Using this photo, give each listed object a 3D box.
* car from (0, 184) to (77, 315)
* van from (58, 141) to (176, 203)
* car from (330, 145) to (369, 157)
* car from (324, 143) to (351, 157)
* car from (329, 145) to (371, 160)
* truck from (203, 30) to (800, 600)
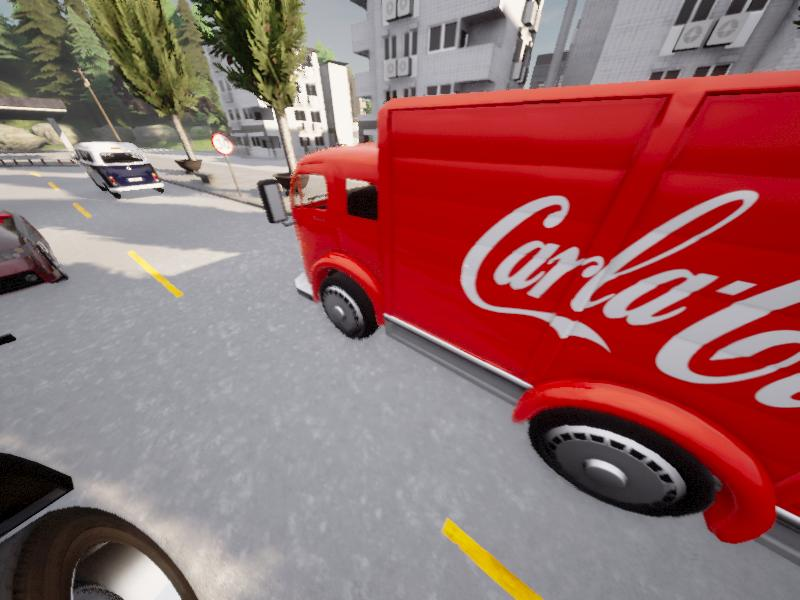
[{"bbox_3d":[-7.985,-0.938,3.997,4.181,1.385,1.994,22,41,28],"label":"car"},{"bbox_3d":[-13.058,-6.098,10.708,4.480,2.038,2.069,23,41,28],"label":"van"},{"bbox_3d":[-6.664,-19.803,30.704,4.536,1.218,1.853,-15,38,-20],"label":"car"},{"bbox_3d":[-8.708,-20.981,32.211,1.845,1.501,3.633,-29,44,-35],"label":"car"},{"bbox_3d":[-6.617,-19.687,30.812,4.974,1.542,2.038,-15,38,-20],"label":"car"},{"bbox_3d":[1.083,-0.496,2.484,5.204,2.467,2.627,22,41,28],"label":"truck"}]
